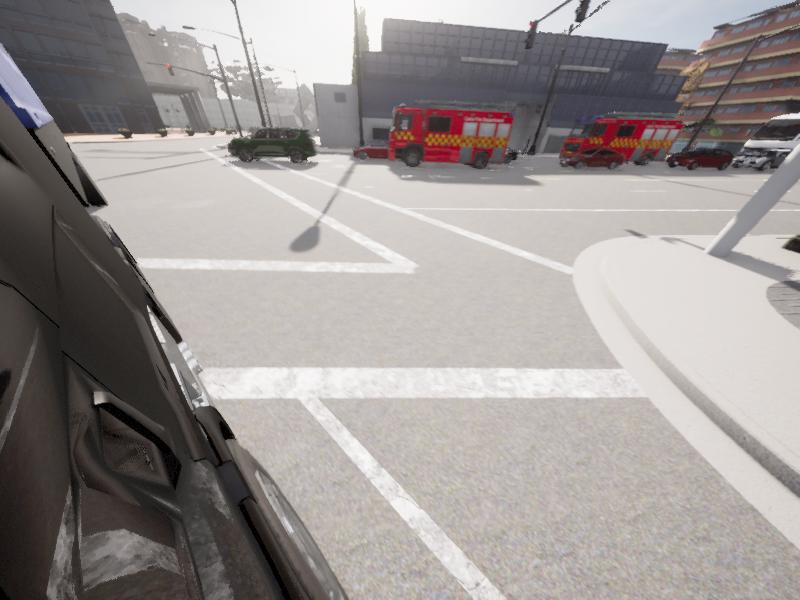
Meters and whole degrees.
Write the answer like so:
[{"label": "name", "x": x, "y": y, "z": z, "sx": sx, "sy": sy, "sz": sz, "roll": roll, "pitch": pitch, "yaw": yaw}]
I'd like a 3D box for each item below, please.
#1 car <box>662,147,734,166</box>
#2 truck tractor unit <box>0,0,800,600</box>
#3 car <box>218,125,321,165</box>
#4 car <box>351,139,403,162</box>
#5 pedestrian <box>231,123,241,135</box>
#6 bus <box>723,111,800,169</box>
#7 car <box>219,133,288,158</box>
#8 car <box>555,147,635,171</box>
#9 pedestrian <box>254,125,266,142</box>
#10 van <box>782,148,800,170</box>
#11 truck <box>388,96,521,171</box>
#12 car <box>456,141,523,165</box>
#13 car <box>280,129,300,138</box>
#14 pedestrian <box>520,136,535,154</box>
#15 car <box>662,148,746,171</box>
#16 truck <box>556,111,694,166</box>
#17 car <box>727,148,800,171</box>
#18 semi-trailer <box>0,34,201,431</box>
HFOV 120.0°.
[{"label": "car", "x": 28.890, "y": -13.997, "z": 22.504, "sx": 4.181, "sy": 1.385, "sz": 1.994, "roll": -3, "pitch": 37, "yaw": -5}, {"label": "truck tractor unit", "x": -2.645, "y": -0.295, "z": 0.351, "sx": 6.516, "sy": 4.208, "sz": 3.053, "roll": 28, "pitch": 44, "yaw": 30}, {"label": "car", "x": -8.763, "y": -10.870, "z": 16.203, "sx": 5.566, "sy": 2.045, "sz": 2.150, "roll": -3, "pitch": 37, "yaw": -7}, {"label": "car", "x": -1.957, "y": -13.001, "z": 20.069, "sx": 4.181, "sy": 1.385, "sz": 1.994, "roll": -1, "pitch": 36, "yaw": -5}, {"label": "pedestrian", "x": -32.432, "y": -33.796, "z": 45.754, "sx": 0.751, "sy": 1.860, "sz": 0.751, "roll": 0, "pitch": 36, "yaw": -4}, {"label": "bus", "x": 40.144, "y": -15.417, "z": 22.451, "sx": 10.273, "sy": 4.253, "sz": 3.944, "roll": -1, "pitch": 36, "yaw": -5}, {"label": "car", "x": -12.000, "y": -12.882, "z": 19.224, "sx": 4.193, "sy": 1.474, "sz": 1.816, "roll": 0, "pitch": 36, "yaw": -3}, {"label": "car", "x": 15.581, "y": -11.413, "z": 18.650, "sx": 4.674, "sy": 1.442, "sz": 1.812, "roll": -2, "pitch": 36, "yaw": -4}, {"label": "pedestrian", "x": -19.421, "y": -23.167, "z": 32.133, "sx": 0.751, "sy": 1.860, "sz": 0.751, "roll": 0, "pitch": 36, "yaw": -4}, {"label": "van", "x": 38.921, "y": -12.649, "z": 20.156, "sx": 6.366, "sy": 2.431, "sz": 2.351, "roll": -1, "pitch": 36, "yaw": -5}, {"label": "truck", "x": 3.433, "y": -12.005, "z": 16.949, "sx": 8.468, "sy": 3.827, "sz": 2.891, "roll": -1, "pitch": 36, "yaw": -5}, {"label": "car", "x": 7.931, "y": -13.294, "z": 20.864, "sx": 4.974, "sy": 1.542, "sz": 2.038, "roll": -2, "pitch": 36, "yaw": -5}, {"label": "car", "x": -24.190, "y": -36.772, "z": 50.966, "sx": 1.837, "sy": 1.490, "sz": 4.892, "roll": 6, "pitch": 36, "yaw": 4}, {"label": "pedestrian", "x": 15.814, "y": -19.204, "z": 28.607, "sx": 0.751, "sy": 1.860, "sz": 0.751, "roll": -8, "pitch": 38, "yaw": -15}, {"label": "car", "x": 25.312, "y": -11.811, "z": 19.374, "sx": 4.193, "sy": 1.474, "sz": 1.816, "roll": -2, "pitch": 37, "yaw": -4}, {"label": "truck", "x": 19.953, "y": -14.630, "z": 21.116, "sx": 8.468, "sy": 3.827, "sz": 2.891, "roll": -2, "pitch": 36, "yaw": -4}, {"label": "car", "x": 31.609, "y": -12.049, "z": 19.842, "sx": 3.806, "sy": 1.475, "sz": 1.970, "roll": -2, "pitch": 36, "yaw": -4}, {"label": "semi-trailer", "x": -8.661, "y": -3.608, "z": 4.296, "sx": 14.254, "sy": 4.402, "sz": 2.717, "roll": 28, "pitch": 43, "yaw": 30}]
